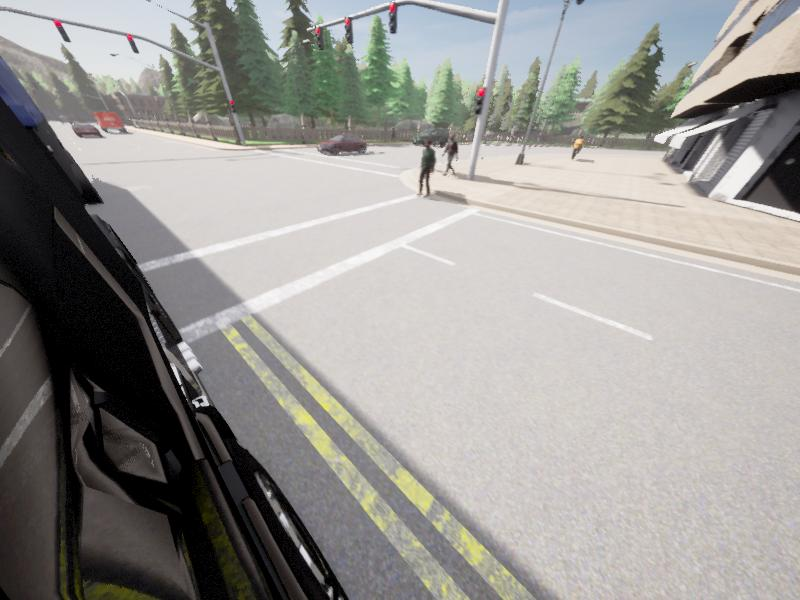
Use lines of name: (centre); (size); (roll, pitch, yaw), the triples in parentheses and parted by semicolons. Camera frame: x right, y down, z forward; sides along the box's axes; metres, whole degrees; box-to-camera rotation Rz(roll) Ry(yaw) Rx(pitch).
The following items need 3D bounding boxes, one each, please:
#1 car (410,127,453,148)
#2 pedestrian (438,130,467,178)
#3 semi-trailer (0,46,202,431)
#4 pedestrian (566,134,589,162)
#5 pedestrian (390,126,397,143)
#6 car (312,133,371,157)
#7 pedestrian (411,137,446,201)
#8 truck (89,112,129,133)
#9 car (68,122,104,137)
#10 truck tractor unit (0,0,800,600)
car: (4.241, -21.840, 31.035); (5.566, 2.045, 2.150); (-22, 43, -28)
pedestrian: (2.475, -6.997, 11.107); (0.751, 1.860, 0.751); (-25, 45, -32)
semi-trailer: (-8.704, -3.599, 4.223); (14.254, 4.402, 2.717); (28, 44, 30)
pedestrian: (14.879, -12.750, 19.386); (0.751, 1.860, 0.751); (27, 44, 30)
pedestrian: (-0.896, -22.640, 31.707); (0.751, 1.860, 0.751); (-21, 43, -28)
car: (-4.879, -13.437, 19.925); (1.812, 1.442, 4.674); (29, 45, 31)
pedestrian: (0.979, -4.697, 8.315); (0.751, 1.860, 0.751); (-29, 47, -34)
truck: (-45.596, -27.845, 36.246); (5.204, 2.467, 2.627); (28, 44, 30)
car: (-38.424, -20.842, 28.223); (4.181, 1.385, 1.994); (28, 44, 30)
truck tractor unit: (-2.645, -0.295, 0.351); (6.516, 4.208, 3.053); (28, 44, 30)
